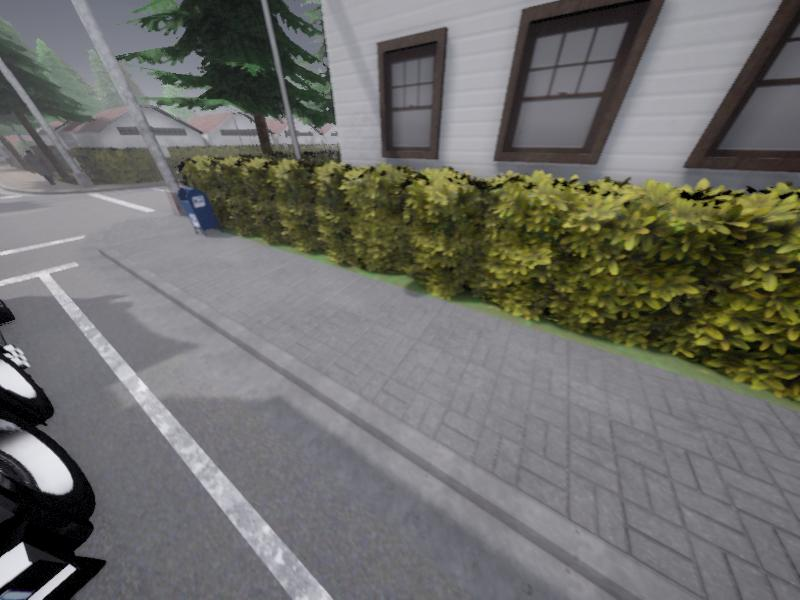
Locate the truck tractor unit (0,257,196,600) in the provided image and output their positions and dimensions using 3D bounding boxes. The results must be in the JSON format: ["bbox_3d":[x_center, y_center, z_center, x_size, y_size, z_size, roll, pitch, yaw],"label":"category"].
[{"bbox_3d":[-5.100,-0.312,0.796,6.516,4.208,3.053,19,39,25],"label":"truck tractor unit"}]

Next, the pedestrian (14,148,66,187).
[{"bbox_3d":[-20.840,-7.673,13.405,0.751,1.860,0.751,19,39,26],"label":"pedestrian"}]
